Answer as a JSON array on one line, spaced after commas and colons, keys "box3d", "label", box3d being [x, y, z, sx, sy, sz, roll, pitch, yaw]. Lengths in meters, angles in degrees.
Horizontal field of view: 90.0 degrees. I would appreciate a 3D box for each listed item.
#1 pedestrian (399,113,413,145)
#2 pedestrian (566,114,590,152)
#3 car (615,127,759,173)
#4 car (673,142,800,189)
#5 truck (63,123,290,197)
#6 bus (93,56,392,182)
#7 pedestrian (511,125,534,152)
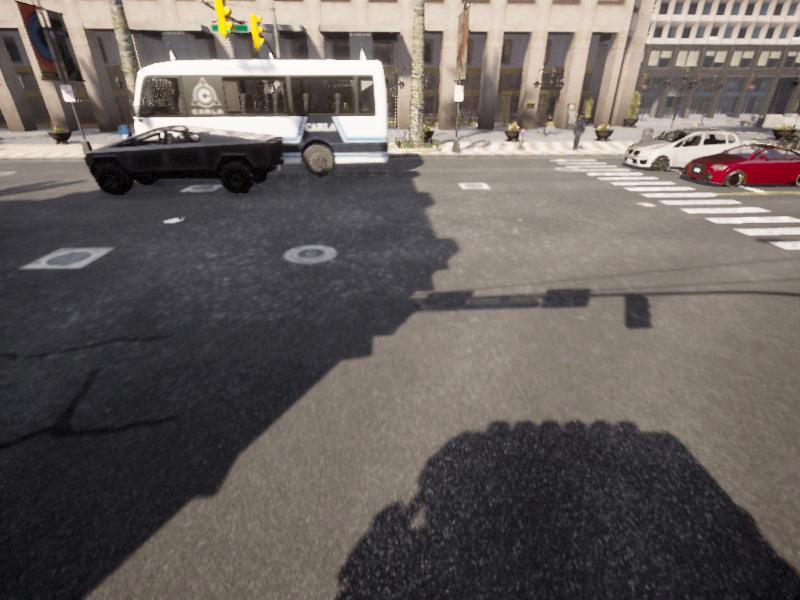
[{"box3d": [0.363, -10.876, 25.433, 0.751, 1.860, 0.751, -3, 27, -5], "label": "pedestrian"}, {"box3d": [10.077, -9.469, 22.675, 0.751, 1.860, 0.751, 19, 33, 32], "label": "pedestrian"}, {"box3d": [12.770, -6.838, 18.137, 4.611, 1.667, 2.242, -1, 27, -2], "label": "car"}, {"box3d": [13.214, -5.114, 15.104, 4.181, 1.385, 1.994, -1, 27, -2], "label": "car"}, {"box3d": [-7.436, -5.014, 14.134, 6.274, 2.098, 2.390, -1, 27, -2], "label": "truck"}, {"box3d": [-5.547, -7.555, 16.726, 10.273, 4.253, 3.944, -1, 27, -2], "label": "bus"}, {"box3d": [6.925, -9.166, 22.702, 0.751, 1.300, 0.751, -14, 30, -25], "label": "pedestrian"}]
